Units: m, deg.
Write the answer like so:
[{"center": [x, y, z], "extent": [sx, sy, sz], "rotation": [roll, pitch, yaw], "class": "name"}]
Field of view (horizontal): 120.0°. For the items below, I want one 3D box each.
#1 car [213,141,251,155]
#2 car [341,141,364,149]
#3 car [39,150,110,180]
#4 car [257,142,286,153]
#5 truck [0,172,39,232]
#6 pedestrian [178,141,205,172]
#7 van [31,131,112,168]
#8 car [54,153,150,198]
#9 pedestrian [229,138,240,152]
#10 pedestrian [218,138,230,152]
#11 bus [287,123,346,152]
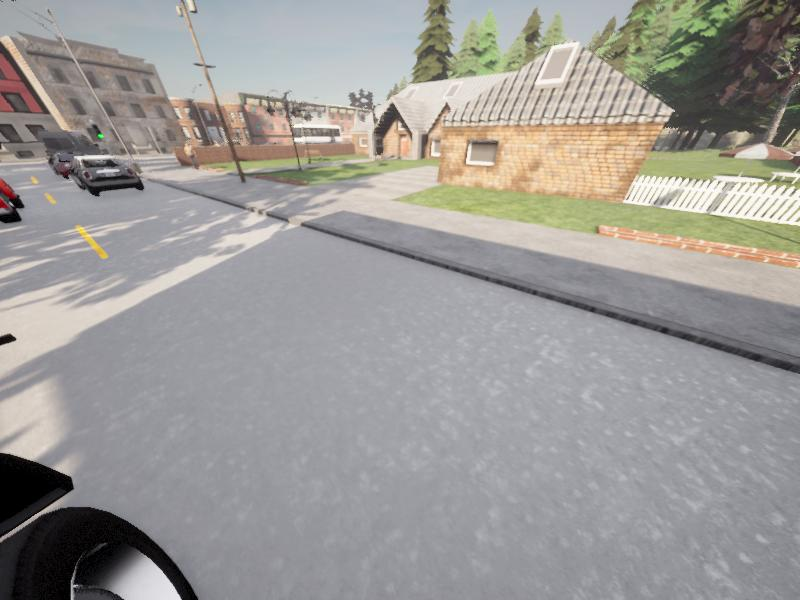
[{"center": [-25.759, -23.390, 35.522], "extent": [1.851, 1.617, 3.988], "rotation": [22, 41, 28], "class": "car"}, {"center": [-10.854, -35.519, 52.886], "extent": [1.801, 1.575, 5.366], "rotation": [22, 41, 28], "class": "car"}, {"center": [-22.008, -9.197, 15.608], "extent": [4.181, 1.385, 1.994], "rotation": [22, 41, 28], "class": "car"}, {"center": [-22.098, -26.339, 39.805], "extent": [1.845, 1.501, 3.633], "rotation": [22, 41, 28], "class": "car"}, {"center": [-13.905, -3.530, 6.671], "extent": [5.204, 2.467, 2.627], "rotation": [22, 41, 28], "class": "truck"}, {"center": [-15.003, -10.369, 16.663], "extent": [0.751, 1.860, 0.751], "rotation": [-27, 43, -33], "class": "pedestrian"}, {"center": [-30.405, -14.303, 21.774], "extent": [1.988, 2.561, 5.915], "rotation": [-20, 40, -25], "class": "van"}, {"center": [-14.592, -6.219, 11.344], "extent": [3.806, 1.475, 1.970], "rotation": [22, 41, 28], "class": "car"}, {"center": [-28.181, -26.446, 39.400], "extent": [0.751, 1.860, 0.751], "rotation": [21, 40, 27], "class": "pedestrian"}, {"center": [-29.161, -25.718, 38.359], "extent": [0.751, 1.860, 0.751], "rotation": [24, 42, 30], "class": "pedestrian"}, {"center": [-16.100, -32.212, 45.830], "extent": [3.944, 4.253, 10.273], "rotation": [22, 41, 28], "class": "bus"}]
